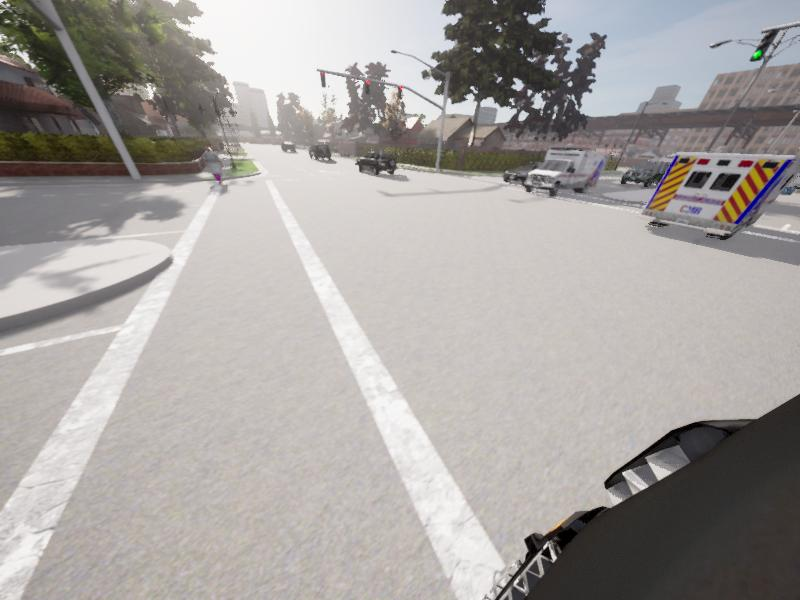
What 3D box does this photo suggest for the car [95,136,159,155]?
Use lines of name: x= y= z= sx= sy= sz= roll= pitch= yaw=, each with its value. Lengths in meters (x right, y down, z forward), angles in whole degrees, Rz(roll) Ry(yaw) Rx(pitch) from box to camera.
car: x=-28.869 y=-16.482 z=24.641 sx=3.806 sy=1.475 sz=1.970 roll=-15 pitch=38 yaw=-25

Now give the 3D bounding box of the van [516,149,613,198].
van: x=11.108 y=-8.561 z=15.538 sx=6.366 sy=2.431 sz=2.351 roll=-19 pitch=39 yaw=-29

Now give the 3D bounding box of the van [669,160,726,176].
van: x=60.696 y=-27.127 z=47.364 sx=2.351 sy=2.431 sz=6.366 roll=-16 pitch=38 yaw=-26

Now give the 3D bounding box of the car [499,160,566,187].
car: x=11.179 y=-10.695 z=19.493 sx=5.027 sy=1.651 sz=2.152 roll=-16 pitch=38 yaw=-26

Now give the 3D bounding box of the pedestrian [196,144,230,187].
pedestrian: x=-9.640 y=-6.958 z=11.989 sx=0.751 sy=1.860 sz=0.751 roll=-13 pitch=37 yaw=-23

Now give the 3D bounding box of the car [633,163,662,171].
car: x=59.337 y=-31.957 z=55.492 sx=1.994 sy=1.385 sz=4.181 roll=-16 pitch=38 yaw=-26

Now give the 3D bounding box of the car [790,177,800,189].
car: x=50.955 y=-14.559 z=28.392 sx=5.027 sy=1.651 sz=2.152 roll=-16 pitch=38 yaw=-26

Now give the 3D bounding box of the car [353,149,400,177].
car: x=-2.197 y=-12.503 z=20.952 sx=1.932 sy=1.855 sz=4.605 roll=-22 pitch=41 yaw=-31

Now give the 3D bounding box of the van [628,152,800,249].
van: x=12.067 y=-3.952 z=8.661 sx=6.366 sy=2.431 sz=2.351 roll=-16 pitch=38 yaw=-26

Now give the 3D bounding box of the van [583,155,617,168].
van: x=51.895 y=-36.081 z=60.058 sx=1.988 sy=2.561 sz=5.915 roll=-16 pitch=38 yaw=-26

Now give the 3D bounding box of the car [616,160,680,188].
car: x=24.176 y=-12.293 z=22.520 sx=5.566 sy=2.045 sz=2.150 roll=-15 pitch=38 yaw=-25

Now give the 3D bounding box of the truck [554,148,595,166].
truck: x=50.612 y=-41.874 z=67.501 sx=2.891 sy=3.827 sz=8.468 roll=-16 pitch=38 yaw=-26

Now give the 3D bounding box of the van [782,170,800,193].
van: x=44.197 y=-13.030 z=24.735 sx=5.915 sy=2.561 sz=1.988 roll=-16 pitch=38 yaw=-26

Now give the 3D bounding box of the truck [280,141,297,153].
truck: x=-27.015 y=-37.001 z=55.780 sx=2.390 sy=2.098 sz=6.274 roll=-16 pitch=38 yaw=-26

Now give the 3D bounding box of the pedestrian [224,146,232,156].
pedestrian: x=-23.342 y=-20.216 z=31.352 sx=0.500 sy=1.100 sz=0.500 roll=-15 pitch=37 yaw=-25

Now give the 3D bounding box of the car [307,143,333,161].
car: x=-12.042 y=-22.235 z=34.721 sx=2.150 sy=2.045 sz=5.566 roll=-16 pitch=38 yaw=-26
